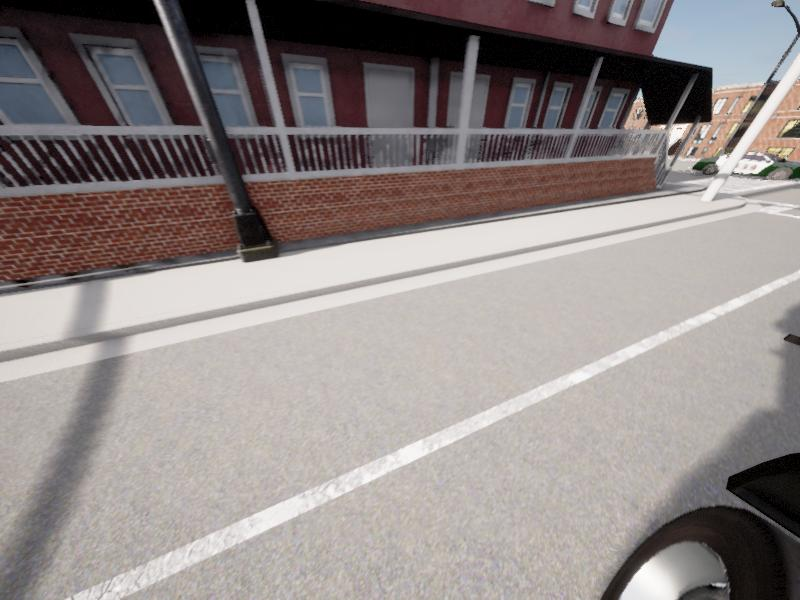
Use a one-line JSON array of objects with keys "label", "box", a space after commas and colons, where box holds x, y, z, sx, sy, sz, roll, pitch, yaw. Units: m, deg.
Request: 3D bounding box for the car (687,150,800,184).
[{"label": "car", "box": [23.311, -8.920, 15.226, 2.038, 1.542, 4.974, -15, 37, -19]}]
